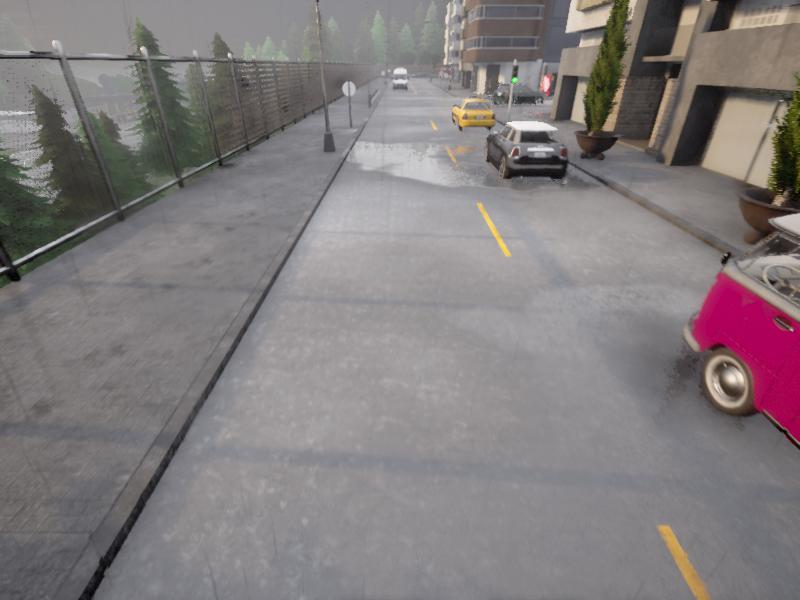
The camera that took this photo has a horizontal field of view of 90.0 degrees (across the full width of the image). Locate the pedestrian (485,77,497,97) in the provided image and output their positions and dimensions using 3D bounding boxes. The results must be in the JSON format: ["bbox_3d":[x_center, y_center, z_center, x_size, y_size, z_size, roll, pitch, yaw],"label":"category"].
[{"bbox_3d":[9.603,-22.496,42.236,0.751,1.860,0.751,-10,32,-17],"label":"pedestrian"}]

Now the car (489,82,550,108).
[{"bbox_3d":[10.215,-17.594,34.214,4.553,1.767,2.097,-15,34,-23],"label":"car"}]

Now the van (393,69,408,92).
[{"bbox_3d":[0.046,-30.165,54.875,1.988,2.561,5.915,0,30,0],"label":"van"}]

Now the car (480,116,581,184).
[{"bbox_3d":[4.012,-5.004,13.056,1.970,1.475,3.806,0,30,0],"label":"car"}]

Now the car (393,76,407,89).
[{"bbox_3d":[0.059,-34.463,63.328,2.152,1.651,5.027,0,30,0],"label":"car"}]

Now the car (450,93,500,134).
[{"bbox_3d":[4.018,-10.496,22.319,1.801,1.575,5.366,0,30,0],"label":"car"}]

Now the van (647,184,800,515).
[{"bbox_3d":[4.008,0.812,2.635,1.775,1.987,4.442,0,31,0],"label":"van"}]
